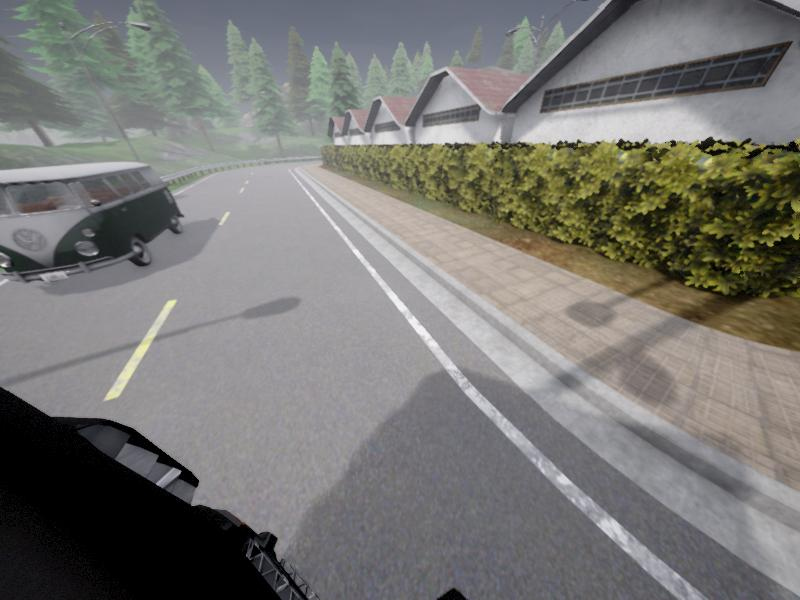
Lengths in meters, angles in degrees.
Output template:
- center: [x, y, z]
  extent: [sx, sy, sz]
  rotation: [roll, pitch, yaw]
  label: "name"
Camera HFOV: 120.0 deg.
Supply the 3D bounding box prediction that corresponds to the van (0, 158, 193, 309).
- center: [-6.992, -2.002, 5.383]
  extent: [1.775, 1.987, 4.442]
  rotation: [-16, 37, -20]
  label: "van"
